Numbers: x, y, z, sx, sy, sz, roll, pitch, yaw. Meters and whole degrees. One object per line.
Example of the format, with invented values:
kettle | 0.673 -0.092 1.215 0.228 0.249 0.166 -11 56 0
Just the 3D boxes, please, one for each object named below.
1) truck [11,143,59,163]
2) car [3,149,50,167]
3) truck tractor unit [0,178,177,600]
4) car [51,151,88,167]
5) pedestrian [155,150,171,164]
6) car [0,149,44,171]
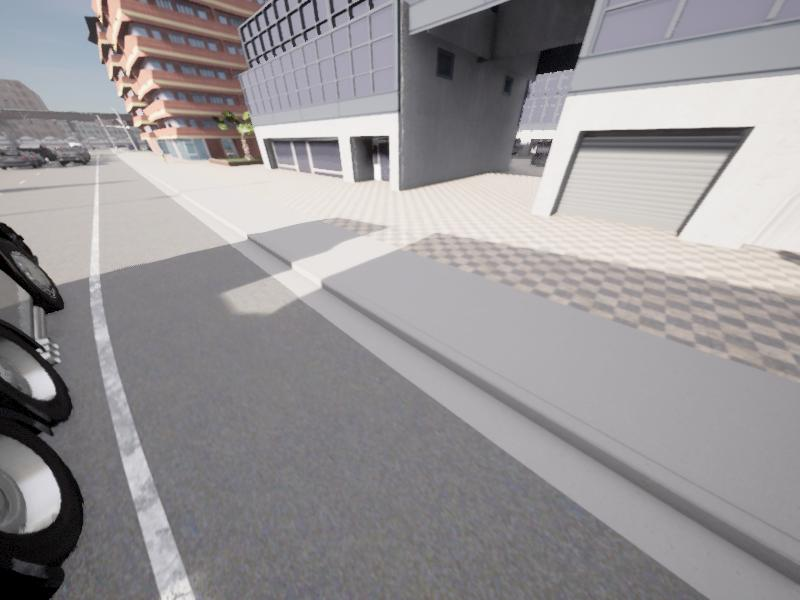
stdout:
truck | -50.983 -20.700 32.437 6.274 2.098 2.390 28 43 34
car | -44.565 -17.101 27.692 4.974 1.542 2.038 28 43 34
truck tractor unit | -4.956 -0.431 0.972 6.516 4.208 3.053 24 41 30
car | -38.472 -16.522 27.029 4.718 1.301 1.895 28 43 34
pedestrian | -27.143 -16.422 26.498 0.751 1.300 0.751 -20 39 -26
car | -39.574 -14.542 23.836 4.611 1.667 2.242 27 43 34
